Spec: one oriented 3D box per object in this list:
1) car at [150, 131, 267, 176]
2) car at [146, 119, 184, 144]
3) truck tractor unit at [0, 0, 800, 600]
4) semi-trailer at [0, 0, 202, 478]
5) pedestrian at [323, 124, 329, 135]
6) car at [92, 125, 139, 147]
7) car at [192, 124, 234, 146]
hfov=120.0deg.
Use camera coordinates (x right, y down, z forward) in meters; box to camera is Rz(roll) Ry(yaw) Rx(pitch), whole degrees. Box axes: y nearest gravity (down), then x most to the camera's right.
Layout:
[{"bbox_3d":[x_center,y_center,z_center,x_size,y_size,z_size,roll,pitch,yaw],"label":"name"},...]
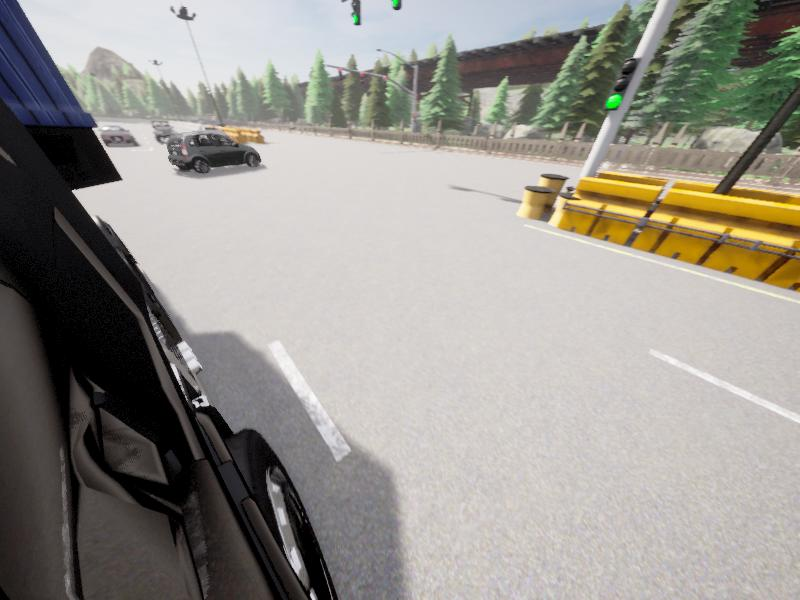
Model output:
[{"bbox_3d":[-9.520,-7.712,11.988,1.851,1.617,3.988,18,40,20],"label":"car"},{"bbox_3d":[-24.118,-17.315,23.684,1.905,1.878,3.866,-28,46,-34],"label":"car"},{"bbox_3d":[-2.645,-0.295,0.351,6.516,4.208,3.053,28,44,30],"label":"truck tractor unit"},{"bbox_3d":[-10.068,-0.905,0.563,14.254,4.402,2.717,-2,36,-7],"label":"semi-trailer"},{"bbox_3d":[-15.380,-35.427,47.948,0.751,1.860,0.751,-26,45,-33],"label":"pedestrian"},{"bbox_3d":[-24.665,-14.352,20.155,1.994,1.385,4.181,-28,46,-34],"label":"car"},{"bbox_3d":[-19.359,-17.063,23.840,2.152,1.651,5.027,-28,46,-34],"label":"car"}]
